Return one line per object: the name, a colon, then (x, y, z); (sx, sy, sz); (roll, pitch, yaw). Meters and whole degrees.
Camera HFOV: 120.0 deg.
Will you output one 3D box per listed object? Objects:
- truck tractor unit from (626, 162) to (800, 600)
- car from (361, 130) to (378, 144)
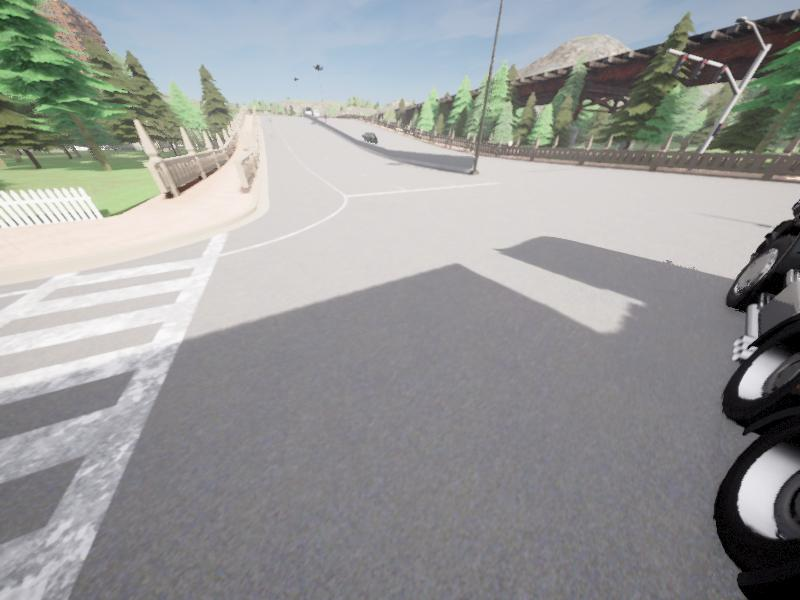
truck tractor unit: (4.925, -0.453, 1.004); (6.516, 4.208, 3.053); (-25, 42, -32)
car: (-6.170, -32.891, 46.500); (2.097, 1.767, 4.553); (-15, 45, -20)
